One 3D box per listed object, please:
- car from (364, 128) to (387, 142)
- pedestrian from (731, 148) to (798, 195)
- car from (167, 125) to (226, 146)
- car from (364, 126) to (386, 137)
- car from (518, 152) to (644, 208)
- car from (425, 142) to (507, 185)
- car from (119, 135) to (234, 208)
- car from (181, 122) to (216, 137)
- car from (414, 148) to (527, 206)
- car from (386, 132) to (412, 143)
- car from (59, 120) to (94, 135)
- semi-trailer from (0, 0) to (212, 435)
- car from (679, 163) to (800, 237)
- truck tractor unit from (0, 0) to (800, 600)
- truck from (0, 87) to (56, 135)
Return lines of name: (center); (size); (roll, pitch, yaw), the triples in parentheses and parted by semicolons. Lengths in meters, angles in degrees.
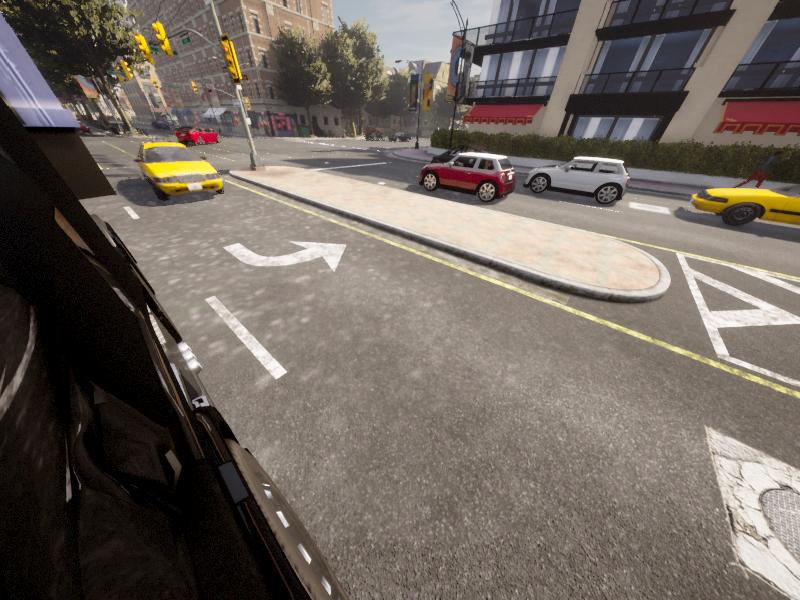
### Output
car: (-4.205, -29.020, 40.570); (1.905, 1.878, 3.866); (27, 43, 29)
pedestrian: (17.463, -6.178, 11.152); (0.751, 1.860, 0.751); (28, 44, 30)
car: (-20.126, -16.499, 23.144); (2.007, 1.525, 4.514); (1, 37, -3)
car: (-6.377, -42.507, 58.322); (5.566, 2.045, 2.150); (29, 44, 31)
car: (7.679, -5.388, 10.093); (3.806, 1.475, 1.970); (28, 44, 30)
car: (3.488, -7.614, 12.738); (3.705, 1.549, 1.789); (28, 43, 29)
car: (-8.190, -4.883, 8.339); (5.366, 1.575, 1.801); (31, 45, 33)
car: (-29.414, -24.862, 33.730); (4.974, 1.542, 2.038); (26, 43, 27)
car: (2.758, -5.249, 9.598); (3.806, 1.475, 1.970); (28, 43, 29)
car: (-0.096, -28.403, 40.337); (1.837, 1.490, 4.892); (27, 43, 29)
car: (-39.825, -21.263, 28.457); (4.718, 1.301, 1.895); (28, 43, 29)
semi-trailer: (-9.457, -2.940, 3.285); (14.254, 4.402, 2.717); (19, 40, 20)
car: (12.686, -2.810, 6.879); (5.366, 1.575, 1.801); (28, 43, 29)
truck tractor unit: (-2.645, -0.295, 0.351); (6.516, 4.208, 3.053); (28, 44, 30)
truck: (-42.462, -20.961, 25.776); (8.468, 3.827, 2.891); (28, 43, 29)
